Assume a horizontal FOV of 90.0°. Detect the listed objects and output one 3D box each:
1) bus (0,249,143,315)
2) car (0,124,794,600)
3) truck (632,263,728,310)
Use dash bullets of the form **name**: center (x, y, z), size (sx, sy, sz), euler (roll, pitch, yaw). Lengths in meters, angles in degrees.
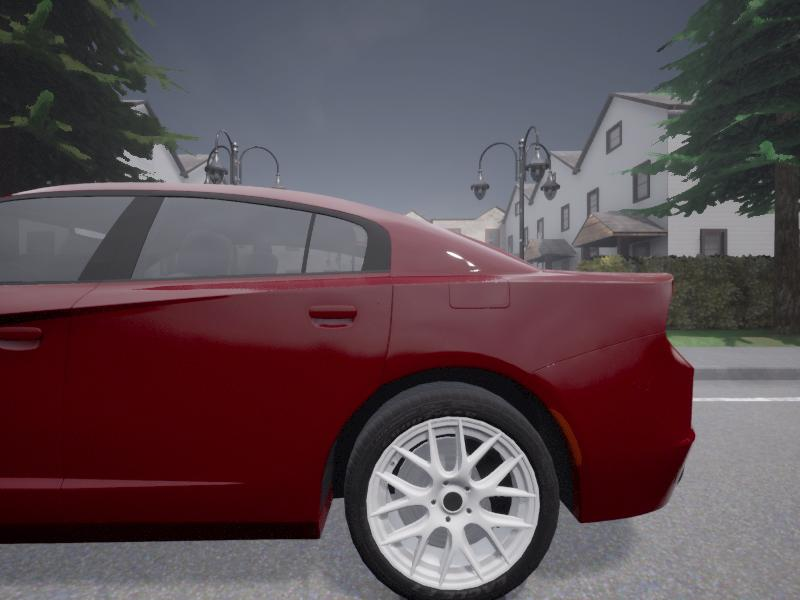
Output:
- **bus**: center (-25.154, -1.149, 30.949), size (3.944, 4.253, 10.273), euler (0, 0, 0)
- **car**: center (-1.271, 0.223, 2.175), size (5.008, 1.535, 1.882), euler (0, 0, -1)
- **truck**: center (25.495, -1.112, 37.157), size (2.891, 3.827, 8.468), euler (0, 0, -1)
